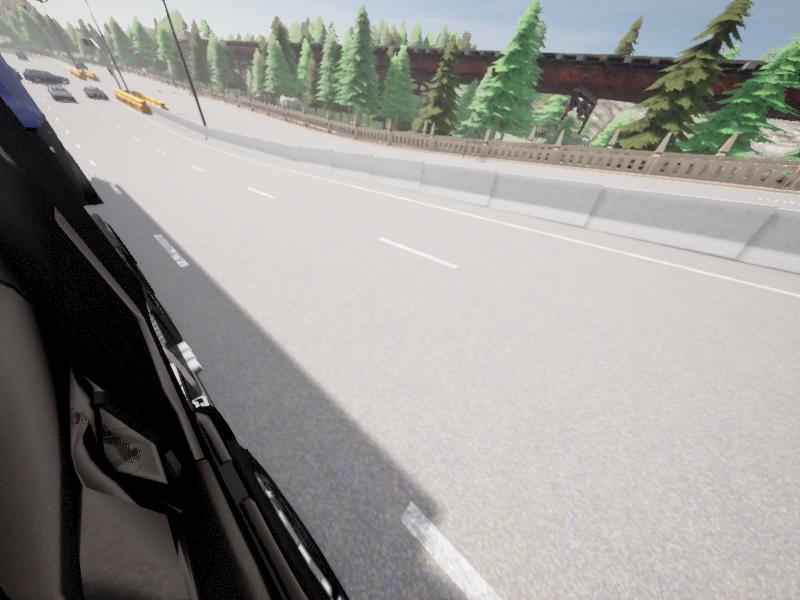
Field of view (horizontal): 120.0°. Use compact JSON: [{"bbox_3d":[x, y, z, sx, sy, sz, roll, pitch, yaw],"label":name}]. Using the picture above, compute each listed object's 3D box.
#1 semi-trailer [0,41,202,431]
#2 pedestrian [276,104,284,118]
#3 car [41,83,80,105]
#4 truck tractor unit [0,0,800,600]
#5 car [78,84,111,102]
[{"bbox_3d":[-8.699,-3.599,4.234,14.254,4.402,2.717,28,44,30],"label":"semi-trailer"},{"bbox_3d":[-22.128,-34.911,42.688,0.751,1.860,0.751,34,46,25],"label":"pedestrian"},{"bbox_3d":[-42.629,-25.923,28.996,5.357,1.411,2.033,34,46,25],"label":"car"},{"bbox_3d":[-2.645,-0.295,0.352,6.516,4.208,3.053,28,44,30],"label":"truck tractor unit"},{"bbox_3d":[-43.831,-29.742,33.174,4.181,1.385,1.994,34,46,25],"label":"car"}]
